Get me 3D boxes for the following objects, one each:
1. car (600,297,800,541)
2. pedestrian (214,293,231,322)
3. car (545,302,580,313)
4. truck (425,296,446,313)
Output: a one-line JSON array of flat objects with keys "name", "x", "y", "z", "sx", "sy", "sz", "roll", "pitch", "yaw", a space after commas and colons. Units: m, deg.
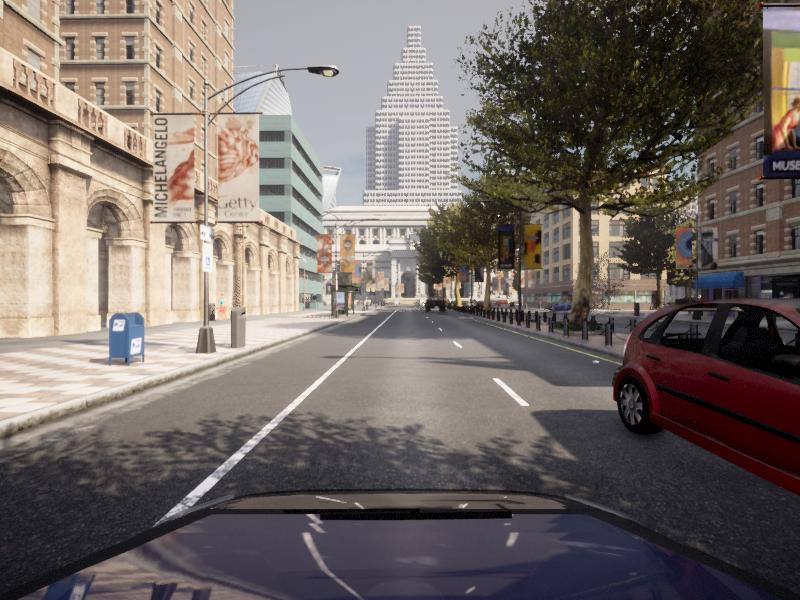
[{"name": "car", "x": 3.587, "y": 0.788, "z": 3.390, "sx": 1.851, "sy": 1.617, "sz": 3.988, "roll": 0, "pitch": 0, "yaw": 1}, {"name": "pedestrian", "x": -11.436, "y": 0.485, "z": 25.792, "sx": 0.751, "sy": 1.860, "sz": 0.751, "roll": 0, "pitch": 0, "yaw": 0}, {"name": "car", "x": 21.427, "y": 0.907, "z": 52.888, "sx": 4.181, "sy": 1.385, "sz": 1.994, "roll": 0, "pitch": 0, "yaw": 25}, {"name": "truck", "x": 4.552, "y": 0.542, "z": 52.298, "sx": 2.390, "sy": 2.098, "sz": 6.274, "roll": 0, "pitch": 0, "yaw": 1}]
